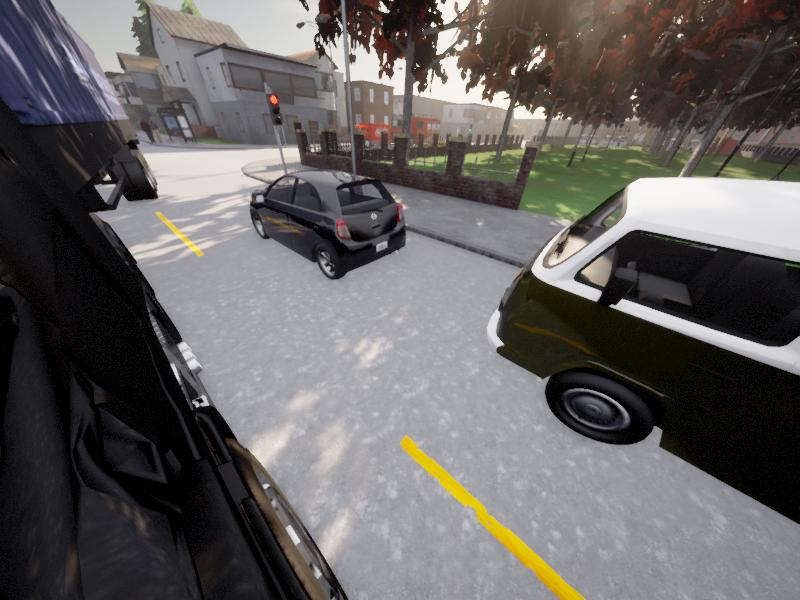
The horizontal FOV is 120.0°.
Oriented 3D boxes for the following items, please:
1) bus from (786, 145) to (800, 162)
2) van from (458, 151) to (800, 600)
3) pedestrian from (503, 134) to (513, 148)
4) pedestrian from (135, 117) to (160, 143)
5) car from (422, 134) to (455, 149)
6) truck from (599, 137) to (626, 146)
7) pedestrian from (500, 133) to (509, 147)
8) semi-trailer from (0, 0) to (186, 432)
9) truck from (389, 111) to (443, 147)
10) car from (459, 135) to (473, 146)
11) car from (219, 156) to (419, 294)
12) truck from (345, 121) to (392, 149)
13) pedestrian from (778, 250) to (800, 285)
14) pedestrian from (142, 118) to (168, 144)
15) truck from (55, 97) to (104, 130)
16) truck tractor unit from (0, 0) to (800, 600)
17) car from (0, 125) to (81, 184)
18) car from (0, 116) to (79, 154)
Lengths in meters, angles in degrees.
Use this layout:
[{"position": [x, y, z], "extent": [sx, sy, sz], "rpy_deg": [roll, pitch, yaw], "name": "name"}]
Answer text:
[{"position": [69.060, -24.284, 36.881], "extent": [3.944, 4.253, 10.273], "rpy_deg": [28, 44, 30], "name": "bus"}, {"position": [3.045, 0.509, 1.450], "extent": [4.480, 2.038, 2.069], "rpy_deg": [29, 44, 30], "name": "van"}, {"position": [17.351, -25.655, 37.246], "extent": [0.751, 1.860, 0.751], "rpy_deg": [29, 44, 31], "name": "pedestrian"}, {"position": [-22.708, -15.252, 20.804], "extent": [0.751, 1.860, 0.751], "rpy_deg": [-21, 43, -28], "name": "pedestrian"}, {"position": [5.426, -22.371, 32.556], "extent": [1.801, 1.575, 5.366], "rpy_deg": [29, 44, 30], "name": "car"}, {"position": [71.223, -53.151, 77.391], "extent": [6.274, 2.098, 2.390], "rpy_deg": [28, 44, 30], "name": "truck"}, {"position": [17.649, -26.931, 38.970], "extent": [0.751, 1.860, 0.751], "rpy_deg": [27, 43, 29], "name": "pedestrian"}, {"position": [-7.969, -4.023, 4.827], "extent": [2.717, 4.402, 14.254], "rpy_deg": [-25, 45, -32], "name": "semi-trailer"}, {"position": [2.370, -24.627, 33.504], "extent": [2.891, 3.827, 8.468], "rpy_deg": [29, 44, 31], "name": "truck"}, {"position": [11.872, -29.008, 41.985], "extent": [2.033, 1.411, 5.357], "rpy_deg": [8, 37, 7], "name": "car"}, {"position": [-1.678, -1.848, 4.729], "extent": [3.633, 1.501, 1.845], "rpy_deg": [29, 44, 30], "name": "car"}, {"position": [-3.675, -20.280, 28.448], "extent": [2.627, 2.467, 5.204], "rpy_deg": [29, 44, 30], "name": "truck"}, {"position": [7.862, -0.833, 3.950], "extent": [0.751, 1.300, 0.751], "rpy_deg": [28, 44, 30], "name": "pedestrian"}, {"position": [-22.071, -15.270, 20.862], "extent": [0.751, 1.860, 0.751], "rpy_deg": [-14, 40, -21], "name": "pedestrian"}, {"position": [-51.700, -29.943, 37.204], "extent": [8.468, 3.827, 2.891], "rpy_deg": [29, 44, 30], "name": "truck"}, {"position": [-2.645, -0.295, 0.351], "extent": [6.516, 4.208, 3.053], "rpy_deg": [28, 44, 30], "name": "truck tractor unit"}, {"position": [-15.625, -6.286, 9.739], "extent": [5.366, 1.575, 1.801], "rpy_deg": [28, 44, 30], "name": "car"}, {"position": [-23.954, -11.035, 15.383], "extent": [4.553, 1.767, 2.097], "rpy_deg": [26, 43, 28], "name": "car"}]
